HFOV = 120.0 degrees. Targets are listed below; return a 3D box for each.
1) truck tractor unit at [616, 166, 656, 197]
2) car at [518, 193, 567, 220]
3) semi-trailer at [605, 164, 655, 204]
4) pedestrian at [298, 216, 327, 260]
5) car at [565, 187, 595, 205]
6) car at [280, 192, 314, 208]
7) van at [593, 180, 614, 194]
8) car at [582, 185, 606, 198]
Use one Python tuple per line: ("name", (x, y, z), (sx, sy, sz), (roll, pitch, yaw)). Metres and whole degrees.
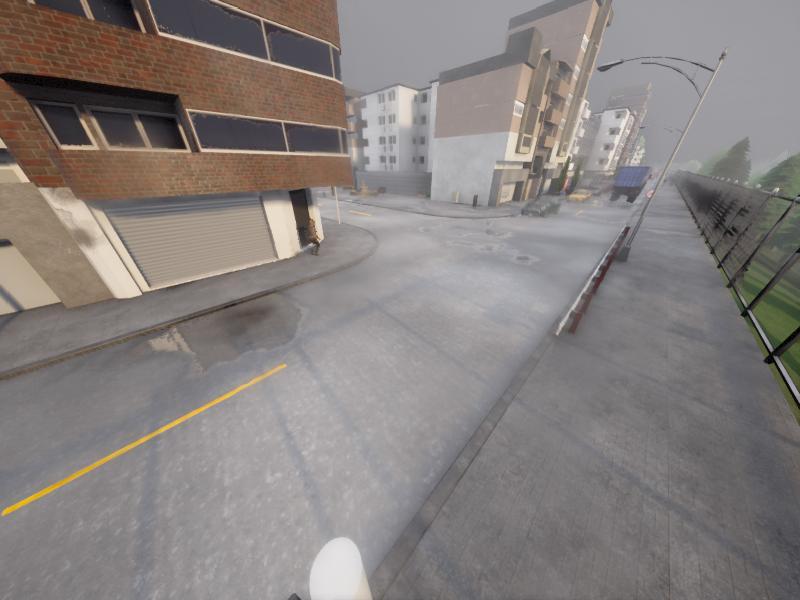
("truck tractor unit", (38.943, -19.688, 38.092), (3.053, 4.208, 6.516), (26, 39, 38))
("car", (13.601, -9.018, 22.039), (4.553, 1.767, 2.097), (-23, 37, -34))
("semi-trailer", (33.349, -16.973, 33.191), (14.254, 4.402, 2.717), (-26, 39, -38))
("pedestrian", (-4.261, -3.045, 11.355), (0.751, 1.860, 0.751), (26, 39, 37))
("car", (23.802, -13.801, 30.537), (1.801, 1.575, 5.366), (27, 39, 38))
("car", (-12.613, -12.296, 28.215), (4.718, 1.301, 1.895), (27, 39, 38))
("van", (36.604, -20.375, 41.519), (1.775, 1.987, 4.442), (27, 39, 38))
("car", (30.600, -17.153, 36.447), (1.970, 1.475, 3.806), (27, 39, 38))
